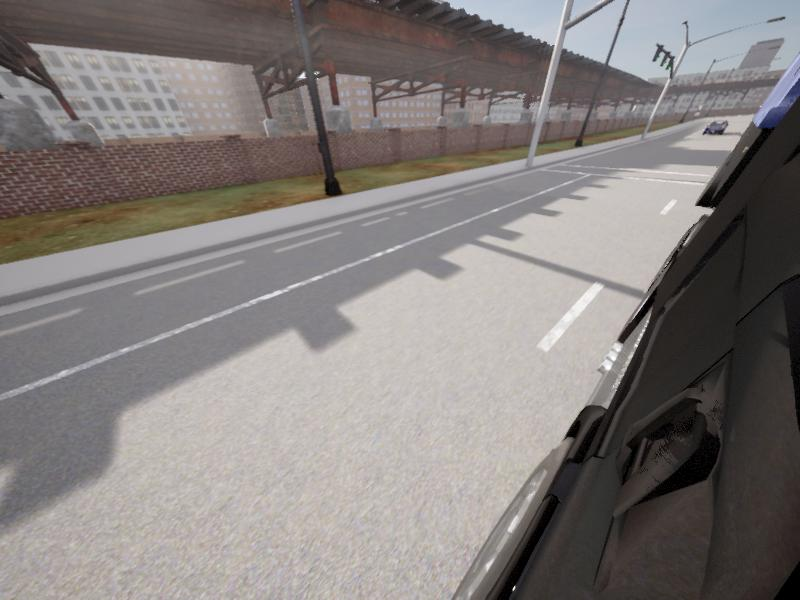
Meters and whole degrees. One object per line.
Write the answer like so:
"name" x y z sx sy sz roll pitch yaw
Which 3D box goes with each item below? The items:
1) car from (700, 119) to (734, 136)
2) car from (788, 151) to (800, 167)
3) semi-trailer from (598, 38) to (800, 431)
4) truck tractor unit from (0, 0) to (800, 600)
"car" 39.666 -21.625 28.941 3.633 1.501 1.845 -28 44 -30
"car" 21.389 -6.722 10.263 4.181 1.385 1.994 -2 36 1
"semi-trailer" 8.698 -3.586 4.256 14.254 4.402 2.717 -28 43 -30
"truck tractor unit" 2.645 -0.295 0.351 6.516 4.208 3.053 -28 44 -30
